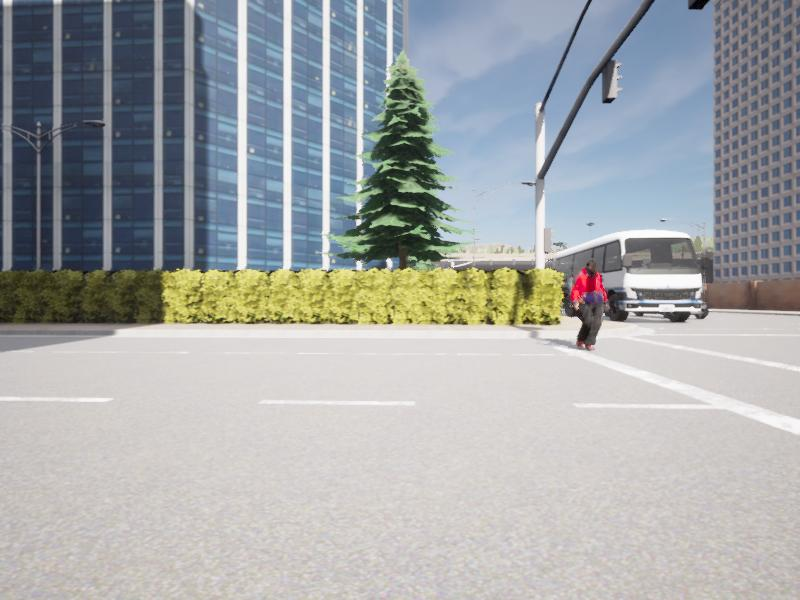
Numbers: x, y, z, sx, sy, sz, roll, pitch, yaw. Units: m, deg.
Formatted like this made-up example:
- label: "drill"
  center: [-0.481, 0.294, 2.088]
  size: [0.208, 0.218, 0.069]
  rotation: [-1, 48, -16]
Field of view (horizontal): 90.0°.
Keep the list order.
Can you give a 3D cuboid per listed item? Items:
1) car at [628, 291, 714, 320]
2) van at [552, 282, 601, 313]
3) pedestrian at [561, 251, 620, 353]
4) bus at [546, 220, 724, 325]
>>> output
- label: "car"
  center: [14.941, 0.279, 22.401]
  size: [1.812, 1.442, 4.674]
  rotation: [0, 0, 3]
- label: "van"
  center: [15.593, -0.272, 35.712]
  size: [1.988, 2.561, 5.915]
  rotation: [0, 1, 3]
- label: "pedestrian"
  center: [3.647, 0.040, 7.714]
  size: [0.751, 1.860, 0.751]
  rotation: [0, 0, -3]
- label: "bus"
  center: [11.511, -1.126, 21.556]
  size: [3.944, 4.253, 10.273]
  rotation: [0, 0, 3]
